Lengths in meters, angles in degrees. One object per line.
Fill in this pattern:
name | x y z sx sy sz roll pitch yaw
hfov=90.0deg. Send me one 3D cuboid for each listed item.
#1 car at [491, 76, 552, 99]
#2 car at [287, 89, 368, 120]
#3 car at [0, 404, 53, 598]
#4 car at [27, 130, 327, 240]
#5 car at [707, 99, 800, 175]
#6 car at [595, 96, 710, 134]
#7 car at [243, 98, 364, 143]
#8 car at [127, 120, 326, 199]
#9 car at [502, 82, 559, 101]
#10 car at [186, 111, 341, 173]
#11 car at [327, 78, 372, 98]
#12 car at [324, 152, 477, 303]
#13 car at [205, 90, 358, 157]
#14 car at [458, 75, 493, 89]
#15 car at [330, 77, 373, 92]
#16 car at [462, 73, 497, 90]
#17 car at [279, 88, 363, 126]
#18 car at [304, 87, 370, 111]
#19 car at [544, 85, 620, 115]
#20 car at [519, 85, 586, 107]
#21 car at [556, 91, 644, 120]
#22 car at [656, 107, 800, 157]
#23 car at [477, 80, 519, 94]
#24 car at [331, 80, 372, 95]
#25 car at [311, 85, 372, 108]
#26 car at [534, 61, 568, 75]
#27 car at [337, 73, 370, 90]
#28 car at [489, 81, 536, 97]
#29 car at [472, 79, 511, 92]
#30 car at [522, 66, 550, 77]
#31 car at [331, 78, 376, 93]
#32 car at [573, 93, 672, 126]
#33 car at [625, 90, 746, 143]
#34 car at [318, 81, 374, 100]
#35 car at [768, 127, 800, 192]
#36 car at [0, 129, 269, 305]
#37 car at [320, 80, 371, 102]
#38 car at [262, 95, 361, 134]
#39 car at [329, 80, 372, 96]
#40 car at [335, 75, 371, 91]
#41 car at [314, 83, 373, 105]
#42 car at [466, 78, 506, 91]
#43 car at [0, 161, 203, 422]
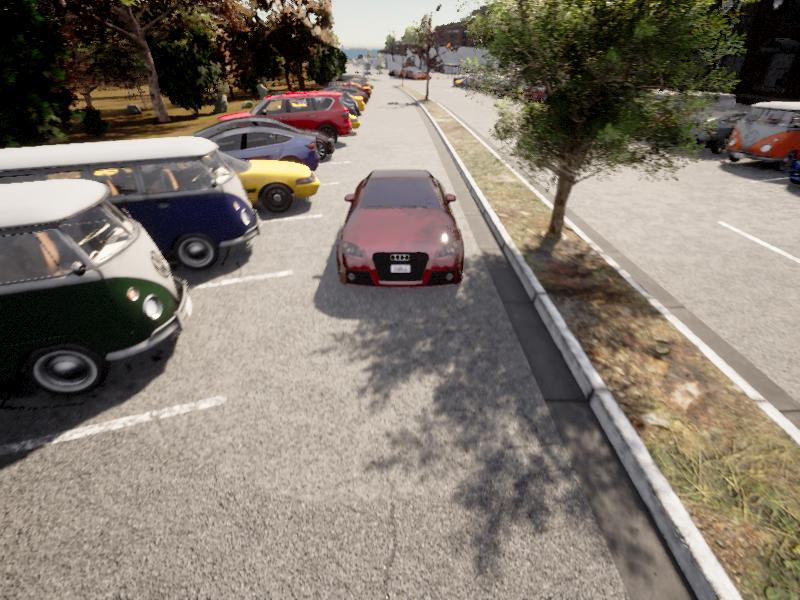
car | 12.762 -22.433 42.185 5.566 2.045 2.435 -12 33 -20
car | -4.911 -13.318 27.200 5.008 1.535 2.097 -11 32 -17
car | -4.712 1.497 1.469 4.442 1.987 1.878 -11 32 -17
car | -4.643 -2.839 9.307 5.366 1.575 1.946 -11 32 -17
car | 13.277 -5.605 13.545 4.442 1.987 1.878 -10 32 -18
car | 13.539 -10.039 21.555 5.366 1.575 1.946 -10 32 -18
car | -4.657 -8.857 19.575 5.366 1.575 1.946 -11 32 -17
car | -4.843 -4.273 11.824 4.792 1.488 2.163 -11 32 -17
car | 12.922 -20.696 39.721 5.008 1.535 2.097 -11 33 -20
car | -4.791 -5.792 14.414 4.792 1.488 2.163 -11 32 -17
car | -5.656 -23.904 45.023 4.553 1.767 2.185 -13 33 -19
car | 0.008 -1.611 7.378 1.994 1.385 4.181 0 30 0
car | -4.848 -7.525 16.817 5.566 2.045 2.435 -11 32 -17
car | 11.376 -33.013 60.469 4.553 1.767 2.185 -13 33 -22
car | -6.676 -29.724 55.207 5.366 1.575 1.946 -14 33 -20
car | 11.503 -31.546 57.767 4.442 1.987 1.878 -13 33 -22
car | -4.849 -11.932 24.586 4.553 1.767 2.185 -11 32 -17
car | -5.081 -16.279 32.314 4.792 1.488 2.163 -12 32 -18
car | 13.245 -14.691 29.238 4.553 1.767 2.185 -11 32 -19
car | 13.123 -17.643 34.516 5.008 1.535 2.097 -11 32 -19
car | 13.302 -13.054 26.698 4.892 1.521 2.231 -10 32 -18
car | 13.408 -6.936 16.322 4.792 1.488 2.163 -10 32 -18
car | 12.276 -26.768 50.150 4.674 1.452 2.002 -12 33 -21
car | -6.058 -26.743 50.198 4.674 1.452 2.002 -13 33 -20
car | -5.114 -17.793 34.897 4.792 1.488 2.163 -12 32 -18
car | 28.548 -43.951 75.697 2.435 2.045 5.566 -22 37 -23
car | -6.923 -32.966 60.294 4.442 1.987 1.878 -14 33 -21
car | 12.627 -23.718 44.951 4.674 1.452 2.002 -12 32 -20
car | 12.063 -28.295 52.752 4.674 1.452 2.002 -12 33 -21
car | 25.601 -43.190 75.544 2.002 1.452 4.674 -22 37 -23
car | -6.110 -28.316 52.793 5.366 1.575 1.946 -13 32 -20
car | 13.357 -11.528 24.094 5.008 1.535 2.097 -10 32 -18
car | 13.272 -8.653 18.742 4.442 1.987 1.878 -10 32 -18
car | -5.692 -22.258 42.462 5.366 1.575 1.946 -13 33 -19
car | 13.382 -3.910 11.103 5.008 1.535 2.097 -10 32 -18
car | -4.714 -1.515 6.608 4.442 1.987 1.878 -11 32 -17
car | -5.410 -20.905 39.904 4.553 1.767 2.185 -12 32 -19
car | -4.841 -10.318 22.081 4.892 1.521 2.231 -11 32 -17
car | -5.859 -25.250 47.649 4.674 1.452 2.002 -13 33 -20
car | -6.727 -31.369 57.767 4.553 1.767 2.185 -14 33 -21
car | -5.244 -19.306 37.421 5.008 1.535 2.097 -12 33 -18
car | 11.852 -29.851 55.330 4.892 1.521 2.231 -13 33 -21
car | -4.713 -0.009 4.038 4.442 1.987 1.878 -11 32 -17
